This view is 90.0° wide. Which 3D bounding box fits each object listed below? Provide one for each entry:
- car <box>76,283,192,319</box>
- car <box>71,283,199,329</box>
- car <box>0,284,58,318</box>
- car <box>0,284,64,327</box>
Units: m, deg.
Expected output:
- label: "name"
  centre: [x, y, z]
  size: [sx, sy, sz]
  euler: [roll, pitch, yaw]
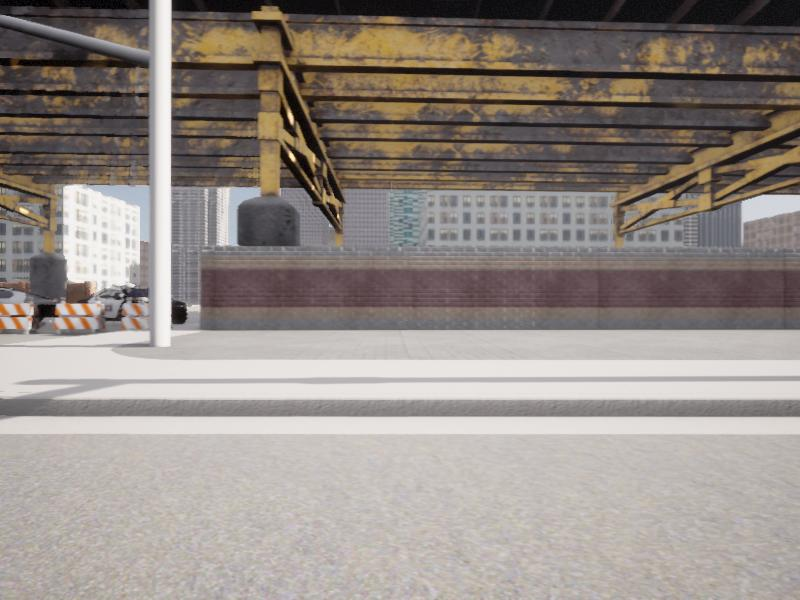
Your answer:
- label: "car"
  centre: [-10.315, 0.033, 15.459]
  size: [4.536, 1.218, 1.853]
  euler: [0, 0, 29]
- label: "car"
  centre: [-10.269, 0.190, 15.435]
  size: [4.974, 1.542, 2.038]
  euler: [0, 0, 29]
- label: "car"
  centre: [-15.594, 0.030, 14.676]
  size: [4.536, 1.218, 1.853]
  euler: [0, 0, -36]
- label: "car"
  centre: [-15.636, 0.187, 14.645]
  size: [4.974, 1.542, 2.038]
  euler: [0, 0, -36]
